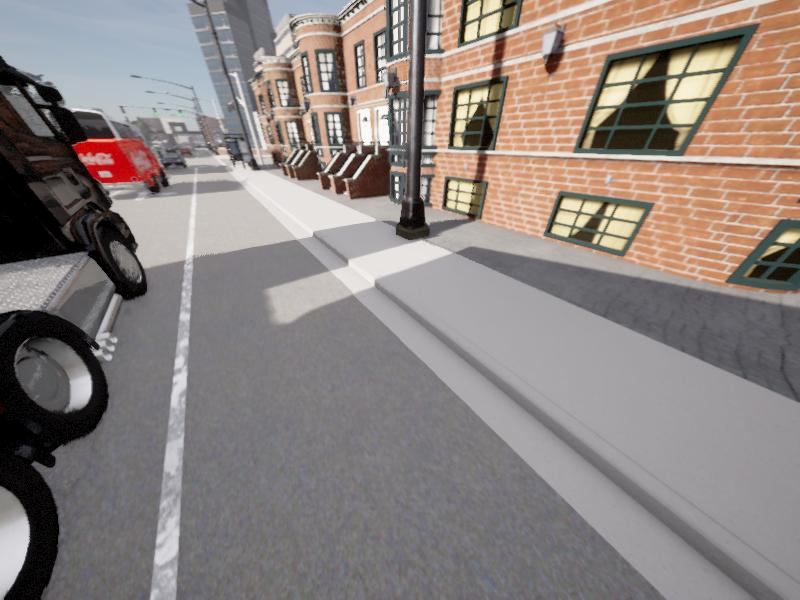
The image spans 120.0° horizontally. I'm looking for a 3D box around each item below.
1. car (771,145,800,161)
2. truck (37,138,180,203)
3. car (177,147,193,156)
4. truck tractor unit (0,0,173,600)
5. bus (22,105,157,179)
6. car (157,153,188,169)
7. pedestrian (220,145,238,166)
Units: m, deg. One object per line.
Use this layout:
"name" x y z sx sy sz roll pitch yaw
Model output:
"car" 65.281 -23.529 36.985 2.150 2.045 5.566 -9 35 -13
"truck" -14.880 -7.245 12.536 2.627 2.467 5.204 -16 38 -22
"car" -45.256 -31.366 48.667 2.007 1.525 4.514 -22 40 -29
"truck tractor unit" -4.583 -0.634 1.275 3.053 4.208 6.516 -22 40 -29
"bus" -25.803 -13.728 20.414 3.944 4.253 10.273 -23 40 -30
"car" -24.957 -15.402 25.498 1.895 1.301 4.718 -22 40 -29
"pedestrian" -18.896 -16.016 25.599 0.751 1.860 0.751 17 38 23
